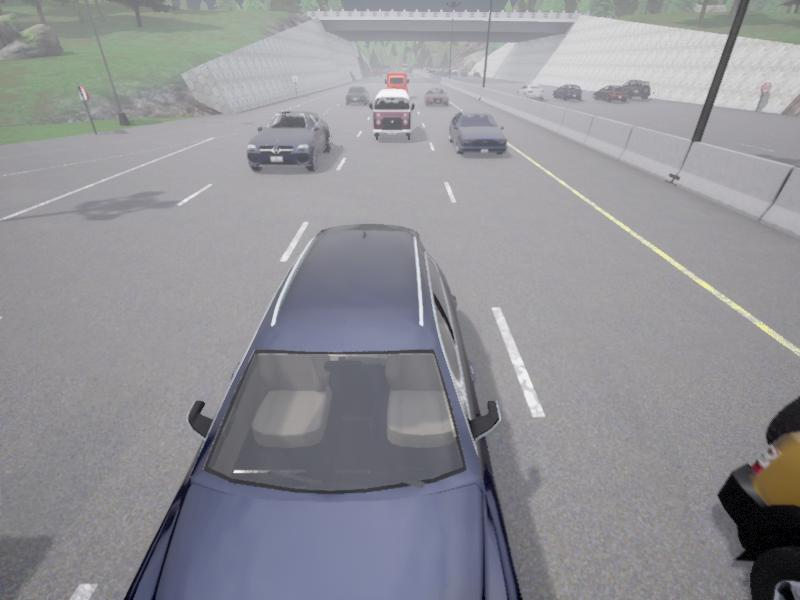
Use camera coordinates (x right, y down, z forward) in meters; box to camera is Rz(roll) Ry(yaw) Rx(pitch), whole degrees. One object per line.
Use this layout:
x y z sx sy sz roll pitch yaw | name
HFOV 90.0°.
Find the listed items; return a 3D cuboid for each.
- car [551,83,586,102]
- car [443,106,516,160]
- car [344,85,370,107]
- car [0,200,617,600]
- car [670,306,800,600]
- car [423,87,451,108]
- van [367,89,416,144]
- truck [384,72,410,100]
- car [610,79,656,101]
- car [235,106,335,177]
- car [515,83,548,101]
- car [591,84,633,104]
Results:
17.157 -21.300 41.005 1.816 1.474 4.193 0 30 0 | car
3.146 -7.217 16.981 2.033 1.411 5.357 0 30 0 | car
-3.843 -18.564 36.306 1.837 1.490 4.892 0 30 0 | car
-0.359 0.686 3.254 2.033 1.649 4.856 0 30 0 | car
3.142 1.983 0.760 1.932 1.855 4.605 0 30 0 | car
3.155 -17.718 34.978 1.994 1.385 4.181 0 30 0 | car
-0.350 -9.024 19.439 2.069 2.038 4.480 0 30 0 | van
-0.341 -23.299 43.436 2.627 2.467 5.204 0 30 0 | truck
24.158 -21.936 41.699 1.932 1.855 4.605 0 31 0 | car
-3.853 -5.914 14.524 2.152 1.651 5.027 0 30 0 | car
13.660 -21.747 41.801 1.812 1.442 4.674 0 30 0 | car
20.656 -20.249 39.206 1.816 1.474 4.193 0 30 0 | car
